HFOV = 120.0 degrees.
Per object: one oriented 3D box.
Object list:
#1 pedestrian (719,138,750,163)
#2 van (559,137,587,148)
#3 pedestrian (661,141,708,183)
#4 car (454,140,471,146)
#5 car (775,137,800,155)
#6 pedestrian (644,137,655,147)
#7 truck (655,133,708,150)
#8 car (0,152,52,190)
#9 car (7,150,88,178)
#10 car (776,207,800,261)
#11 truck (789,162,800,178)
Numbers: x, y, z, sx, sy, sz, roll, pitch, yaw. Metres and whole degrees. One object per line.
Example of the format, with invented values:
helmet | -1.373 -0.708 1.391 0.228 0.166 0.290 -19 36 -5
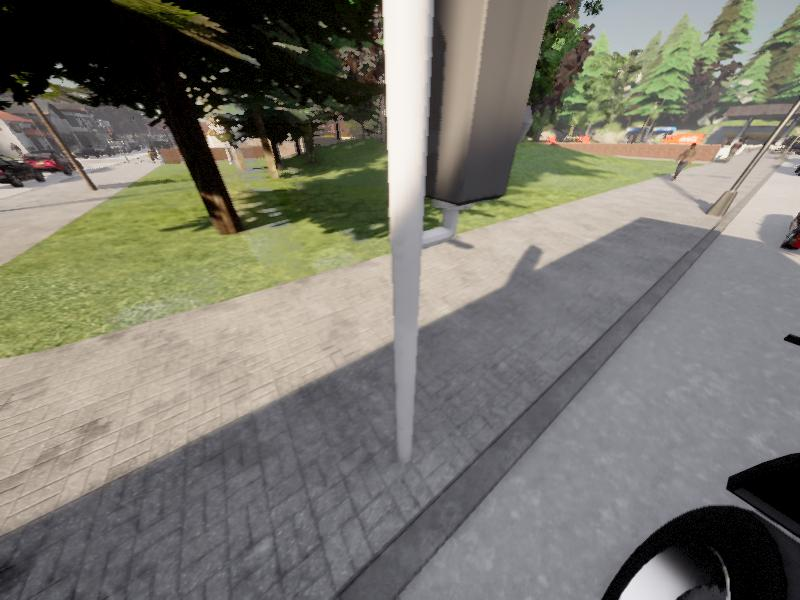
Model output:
pedestrian | 29.972 -13.378 20.720 0.751 1.860 0.751 -20 40 -26
van | 41.096 -37.643 55.050 2.069 2.038 4.480 -22 41 -28
pedestrian | 15.298 -7.444 12.461 0.751 1.860 0.751 -23 41 -28
car | 20.022 -50.620 74.409 2.038 1.542 4.974 -22 41 -28
car | 52.727 -19.955 30.007 1.905 1.878 3.866 11 37 15
pedestrian | 53.324 -33.742 49.369 0.751 1.860 0.751 -25 42 -31
truck | 51.594 -29.104 42.475 2.627 2.467 5.204 -21 40 -27
car | -23.347 -7.583 13.483 1.851 1.617 3.988 -22 41 -27
car | -26.945 -10.659 17.946 2.007 1.525 4.514 -23 41 -29
car | 10.828 -1.790 5.145 4.181 1.385 1.994 -22 41 -28
truck | 27.656 -9.050 14.319 5.204 2.467 2.627 -22 40 -28
